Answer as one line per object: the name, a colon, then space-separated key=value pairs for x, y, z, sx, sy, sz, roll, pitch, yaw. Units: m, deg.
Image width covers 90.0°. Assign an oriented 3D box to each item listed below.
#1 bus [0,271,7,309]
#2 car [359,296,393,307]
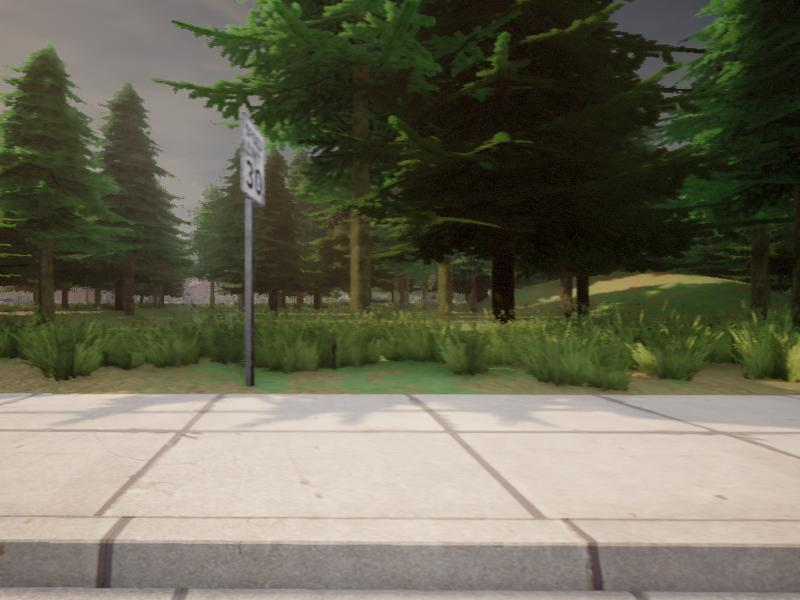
bus: x=-46.704 y=-1.099 z=40.458 sx=3.944 sy=4.253 sz=10.273 roll=0 pitch=0 yaw=-1
car: x=-3.512 y=0.228 z=59.002 sx=5.008 sy=1.535 sz=1.882 roll=0 pitch=0 yaw=0
